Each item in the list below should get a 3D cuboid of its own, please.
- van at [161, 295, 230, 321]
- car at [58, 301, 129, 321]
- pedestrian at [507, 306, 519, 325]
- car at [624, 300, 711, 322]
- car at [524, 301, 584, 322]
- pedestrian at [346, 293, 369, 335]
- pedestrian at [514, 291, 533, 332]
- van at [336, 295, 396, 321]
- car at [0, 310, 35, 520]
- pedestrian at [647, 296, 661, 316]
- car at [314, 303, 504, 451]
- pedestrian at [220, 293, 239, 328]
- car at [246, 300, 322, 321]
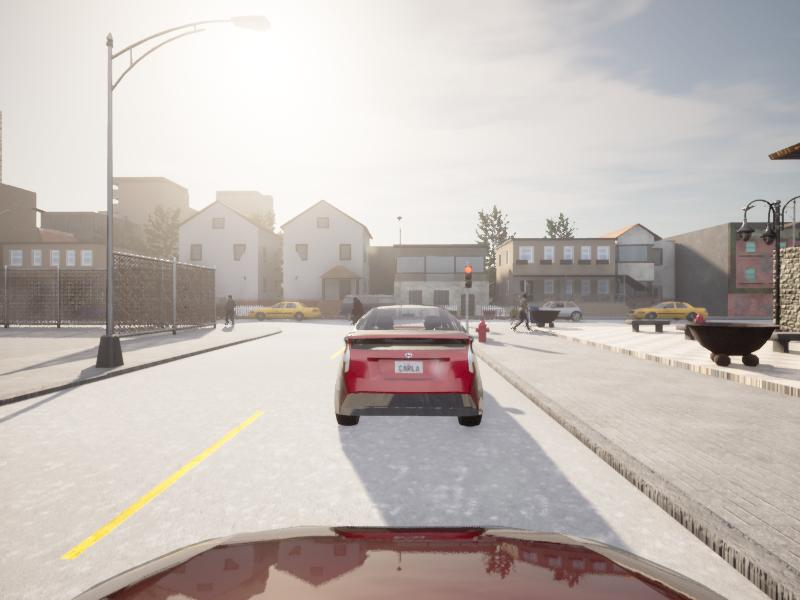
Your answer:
[{"bbox_3d":[-15.719,0.599,30.886,4.442,1.987,1.775,0,0,2],"label":"van"},{"bbox_3d":[-23.748,0.854,31.116,4.193,1.474,1.816,0,0,1],"label":"car"},{"bbox_3d":[6.658,0.905,23.633,0.500,1.100,0.500,0,0,-37],"label":"pedestrian"},{"bbox_3d":[20.071,0.801,30.172,5.366,1.575,1.801,0,0,1],"label":"car"},{"bbox_3d":[11.638,0.853,30.357,3.806,1.475,1.970,0,0,1],"label":"car"},{"bbox_3d":[-1.951,0.637,18.416,0.751,1.860,0.751,0,0,23],"label":"pedestrian"},{"bbox_3d":[5.720,0.525,18.528,0.751,1.860,0.751,0,0,10],"label":"pedestrian"},{"bbox_3d":[-2.525,0.598,30.669,4.442,1.987,1.775,0,0,1],"label":"van"},{"bbox_3d":[-4.006,0.836,0.742,2.128,1.511,4.902,0,0,1],"label":"car"},{"bbox_3d":[22.825,0.533,35.971,0.751,1.860,0.751,0,0,5],"label":"pedestrian"},{"bbox_3d":[0.137,0.828,6.489,2.007,1.525,4.514,0,0,1],"label":"car"},{"bbox_3d":[-9.255,0.534,21.689,0.751,1.860,0.751,0,0,-43],"label":"pedestrian"},{"bbox_3d":[-8.855,0.801,30.810,5.366,1.575,1.801,0,0,1],"label":"car"}]
